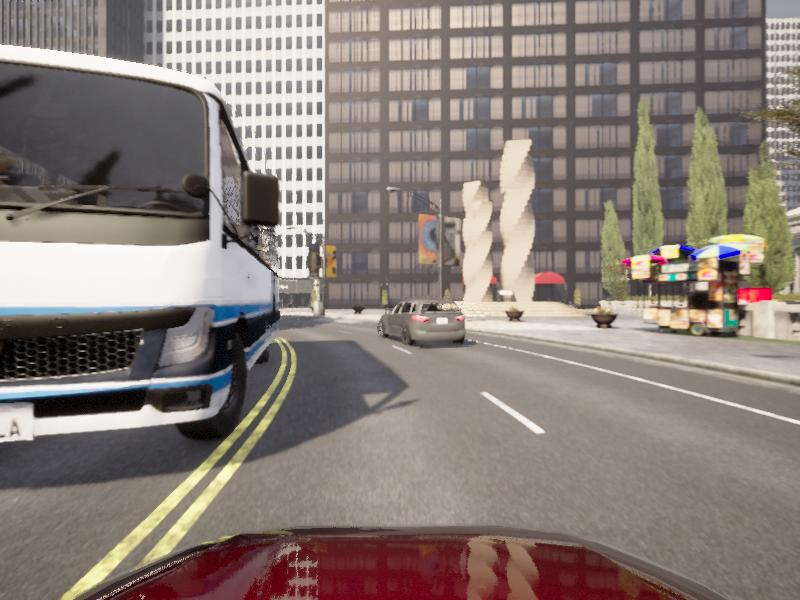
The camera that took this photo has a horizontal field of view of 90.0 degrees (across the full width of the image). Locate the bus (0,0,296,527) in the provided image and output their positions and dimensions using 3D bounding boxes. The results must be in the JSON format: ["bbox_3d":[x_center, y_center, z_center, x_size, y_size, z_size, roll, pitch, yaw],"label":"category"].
[{"bbox_3d":[-4.148,-0.528,7.769,3.944,4.253,10.273,0,0,-14],"label":"bus"}]

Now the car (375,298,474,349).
[{"bbox_3d":[0.716,0.762,15.576,2.242,1.667,4.611,0,0,-19],"label":"car"}]
